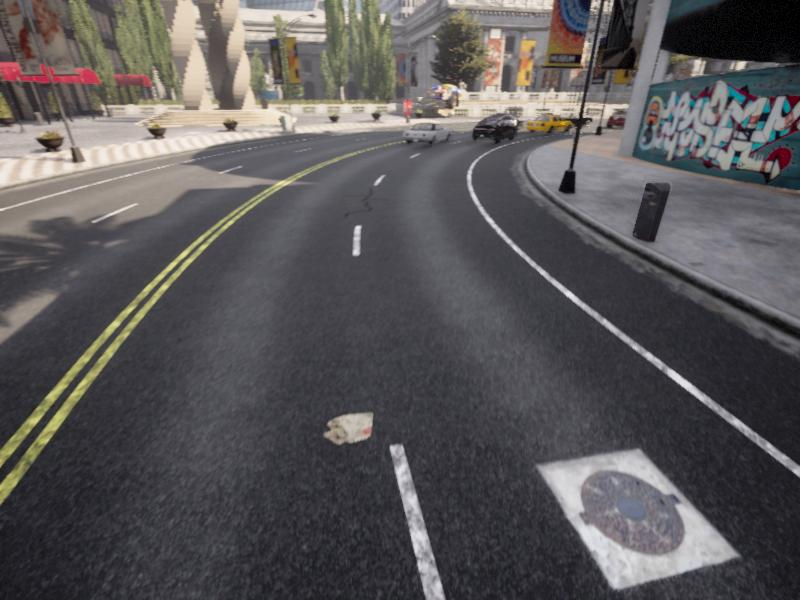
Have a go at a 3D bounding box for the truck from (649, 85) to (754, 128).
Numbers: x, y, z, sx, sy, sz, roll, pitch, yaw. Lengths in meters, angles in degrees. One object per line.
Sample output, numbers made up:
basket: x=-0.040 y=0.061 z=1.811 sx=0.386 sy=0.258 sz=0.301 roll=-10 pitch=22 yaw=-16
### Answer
truck: x=30.794 y=-19.872 z=41.072 sx=8.468 sy=3.827 sz=2.891 roll=-6 pitch=28 yaw=-12

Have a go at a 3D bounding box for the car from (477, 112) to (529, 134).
car: x=9.164 y=-15.744 z=35.495 sx=2.038 sy=1.542 sz=4.974 roll=24 pitch=36 yaw=38

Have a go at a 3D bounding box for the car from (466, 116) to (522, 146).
car: x=6.729 y=-11.978 z=28.208 sx=2.128 sy=1.511 sz=4.902 roll=16 pitch=31 yaw=28

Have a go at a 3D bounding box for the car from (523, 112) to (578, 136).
car: x=13.009 y=-15.233 z=34.463 sx=5.366 sy=1.575 sz=1.801 roll=-22 pitch=35 yaw=-36

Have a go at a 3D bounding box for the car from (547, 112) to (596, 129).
car: x=17.557 y=-18.389 z=40.912 sx=4.718 sy=1.301 sz=1.895 roll=-14 pitch=31 yaw=-26

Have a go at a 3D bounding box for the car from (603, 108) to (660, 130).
car: x=22.792 y=-17.896 z=39.430 sx=4.553 sy=1.767 sz=2.097 roll=-11 pitch=29 yaw=-20

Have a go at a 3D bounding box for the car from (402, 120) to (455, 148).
car: x=2.019 y=-11.406 z=27.316 sx=1.895 sy=1.301 sz=4.718 roll=13 pitch=30 yaw=23
